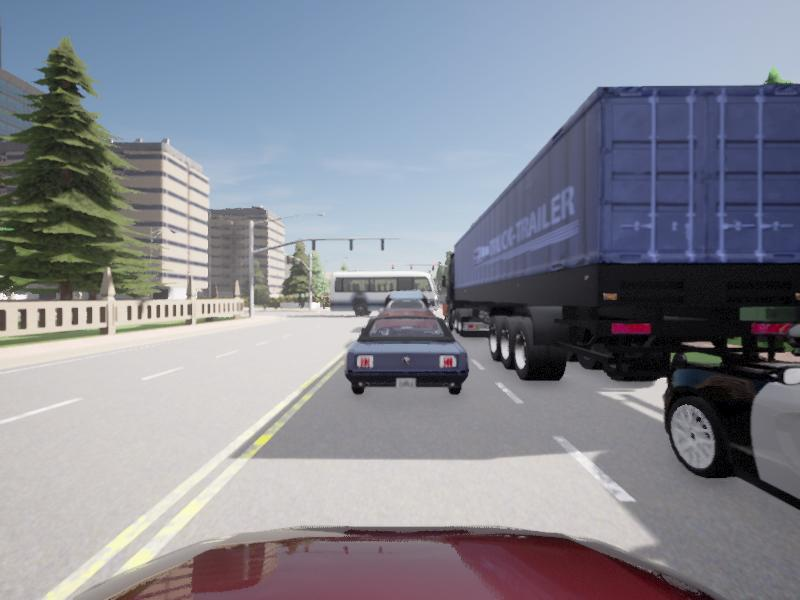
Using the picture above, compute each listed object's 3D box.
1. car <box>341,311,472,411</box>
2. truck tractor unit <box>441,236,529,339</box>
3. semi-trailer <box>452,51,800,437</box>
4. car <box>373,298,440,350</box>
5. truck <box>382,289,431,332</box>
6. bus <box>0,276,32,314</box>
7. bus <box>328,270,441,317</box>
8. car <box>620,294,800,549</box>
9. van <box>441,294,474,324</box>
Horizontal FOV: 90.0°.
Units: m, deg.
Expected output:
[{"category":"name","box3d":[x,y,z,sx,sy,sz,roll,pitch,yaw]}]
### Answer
[{"category":"car","box3d":[0.129,0.937,8.116,1.895,1.301,4.718,0,0,1]},{"category":"truck tractor unit","box3d":[3.811,-0.521,19.624,3.053,4.208,6.516,0,0,1]},{"category":"semi-trailer","box3d":[3.690,-0.628,11.709,2.717,4.402,14.254,0,0,1]},{"category":"car","box3d":[0.242,0.769,15.238,2.152,1.651,5.027,0,0,1]},{"category":"truck","box3d":[0.360,0.525,22.728,2.390,2.098,6.274,0,0,1]},{"category":"bus","box3d":[-49.368,-0.567,46.163,10.273,4.253,3.944,0,0,1]},{"category":"bus","box3d":[-1.375,-0.562,38.324,10.273,4.253,3.944,0,0,3]},{"category":"car","box3d":[3.530,0.780,2.099,1.930,1.638,5.238,0,0,1]},{"category":"van","box3d":[3.952,0.577,28.025,1.775,1.987,4.442,0,0,1]}]
